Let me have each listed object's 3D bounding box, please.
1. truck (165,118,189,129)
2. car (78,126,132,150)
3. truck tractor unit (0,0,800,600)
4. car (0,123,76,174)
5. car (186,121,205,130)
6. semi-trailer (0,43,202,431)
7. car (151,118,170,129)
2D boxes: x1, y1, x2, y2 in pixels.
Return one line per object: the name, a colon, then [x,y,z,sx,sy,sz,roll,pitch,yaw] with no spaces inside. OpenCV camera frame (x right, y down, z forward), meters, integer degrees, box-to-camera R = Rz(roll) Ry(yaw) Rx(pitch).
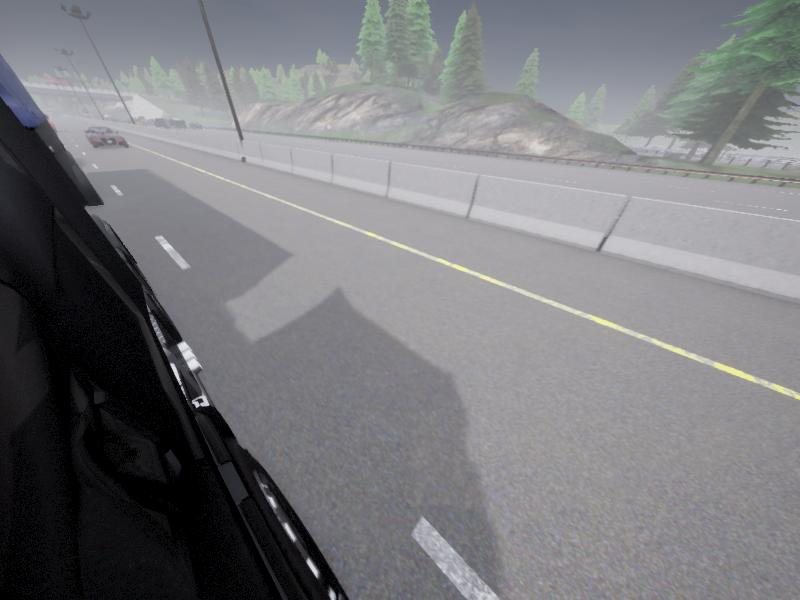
truck: [-55.692,-44.046,57.618,6.274,2.098,2.390,28,44,30]
car: [-24.063,-13.246,18.825,4.181,1.385,1.994,28,44,30]
truck tractor unit: [-2.645,-0.295,0.351,6.516,4.208,3.053,28,44,30]
car: [-18.207,-7.512,11.271,4.856,1.649,2.033,28,44,30]
car: [-52.637,-44.917,59.457,4.902,1.511,2.128,28,44,30]
semi-trailer: [-8.702,-3.591,4.242,14.254,4.402,2.717,28,44,30]
car: [-56.862,-41.848,54.778,3.866,1.878,1.905,28,44,30]
